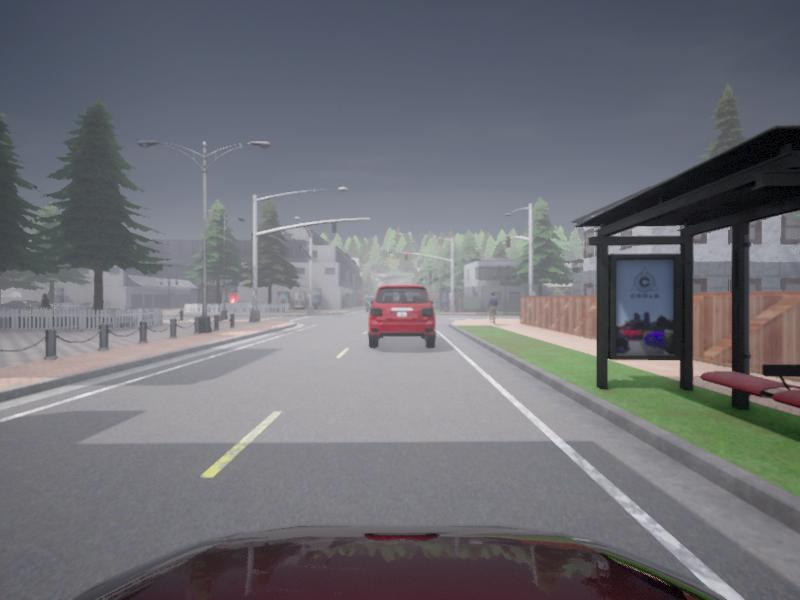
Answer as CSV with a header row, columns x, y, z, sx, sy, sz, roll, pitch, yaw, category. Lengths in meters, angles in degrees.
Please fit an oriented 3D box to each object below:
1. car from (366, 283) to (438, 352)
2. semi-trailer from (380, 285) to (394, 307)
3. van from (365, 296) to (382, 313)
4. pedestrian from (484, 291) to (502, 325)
x,y,z,sx,sy,sz,roll,pitch,yaw,category
0.074,0.537,14.616,2.150,2.045,5.566,0,0,0,car
-2.710,-0.792,87.581,2.717,4.402,14.254,0,0,0,semi-trailer
-3.247,0.500,49.116,1.775,1.987,4.442,0,0,0,van
5.118,0.441,22.134,0.751,1.860,0.751,0,0,-7,pedestrian
